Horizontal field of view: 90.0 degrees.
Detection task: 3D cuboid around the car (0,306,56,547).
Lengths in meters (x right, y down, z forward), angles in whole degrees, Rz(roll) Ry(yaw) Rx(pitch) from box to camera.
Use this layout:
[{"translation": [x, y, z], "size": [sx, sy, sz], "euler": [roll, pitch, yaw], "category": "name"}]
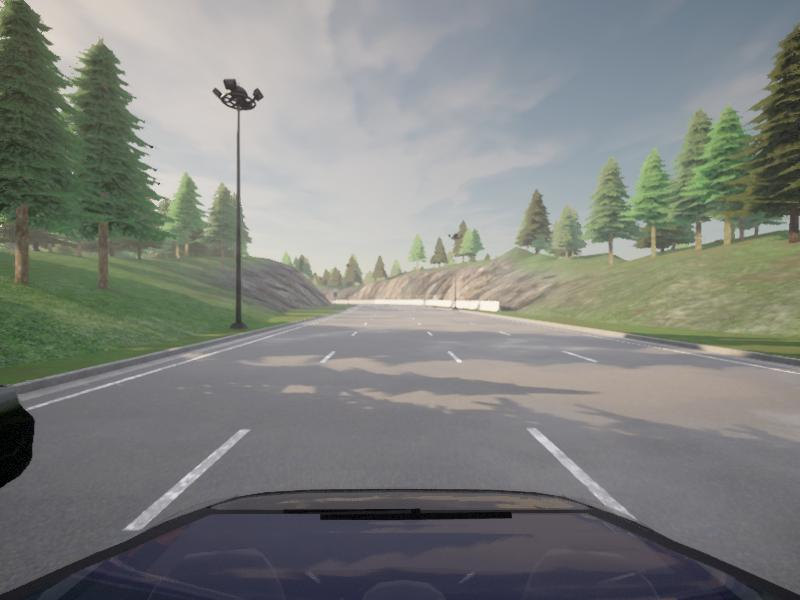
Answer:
[{"translation": [-3.561, 0.824, 0.498], "size": [2.038, 1.542, 4.974], "euler": [0, 0, -1], "category": "car"}]
